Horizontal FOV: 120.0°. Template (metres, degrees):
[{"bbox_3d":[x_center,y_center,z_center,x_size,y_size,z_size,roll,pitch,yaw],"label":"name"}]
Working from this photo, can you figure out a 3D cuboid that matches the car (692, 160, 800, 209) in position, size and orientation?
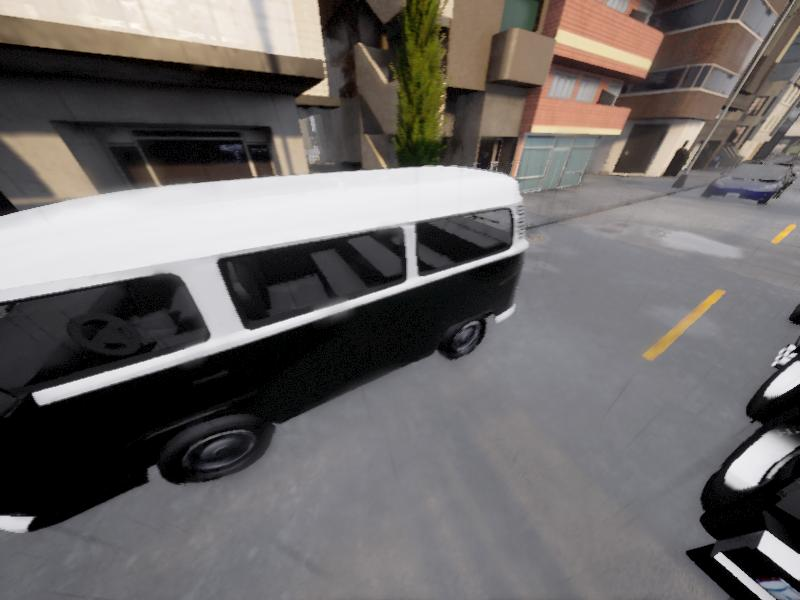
[{"bbox_3d":[16.554,-5.548,10.813,4.792,1.488,2.163,-18,39,-24],"label":"car"}]

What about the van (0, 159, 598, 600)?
[{"bbox_3d":[-0.727,-0.147,2.420,4.480,2.038,2.069,-18,39,-24],"label":"van"}]

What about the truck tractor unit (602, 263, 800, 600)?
[{"bbox_3d":[5.108,-0.305,0.782,6.516,4.208,3.053,-18,39,-24],"label":"truck tractor unit"}]
